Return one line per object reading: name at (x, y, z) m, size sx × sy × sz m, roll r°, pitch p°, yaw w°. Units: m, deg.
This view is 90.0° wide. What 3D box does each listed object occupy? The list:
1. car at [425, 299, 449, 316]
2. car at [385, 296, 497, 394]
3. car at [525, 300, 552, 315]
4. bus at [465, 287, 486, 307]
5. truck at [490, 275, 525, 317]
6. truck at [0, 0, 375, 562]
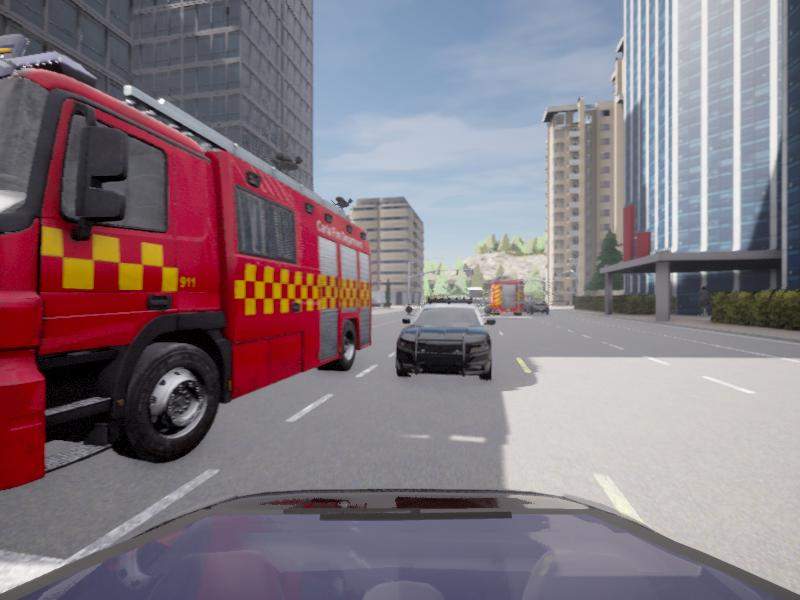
car at (3.916, 0.727, 42.027) m, size 2.033 × 1.649 × 4.856 m, roll 0°, pitch 0°, yaw 11°
car at (1.175, 0.759, 9.486) m, size 1.930 × 1.638 × 5.238 m, roll 0°, pitch 0°, yaw 11°
car at (14.802, 0.791, 43.022) m, size 2.128 × 1.511 × 4.902 m, roll 0°, pitch 0°, yaw 11°
bus at (16.787, -0.640, 89.466) m, size 3.944 × 4.253 × 10.273 m, roll 0°, pitch 0°, yaw 7°
truck at (10.896, -0.366, 41.240) m, size 2.891 × 3.827 × 8.468 m, roll 0°, pitch 0°, yaw 11°
truck at (-2.972, -0.332, 6.774) m, size 2.891 × 3.827 × 8.468 m, roll 0°, pitch 0°, yaw 12°
